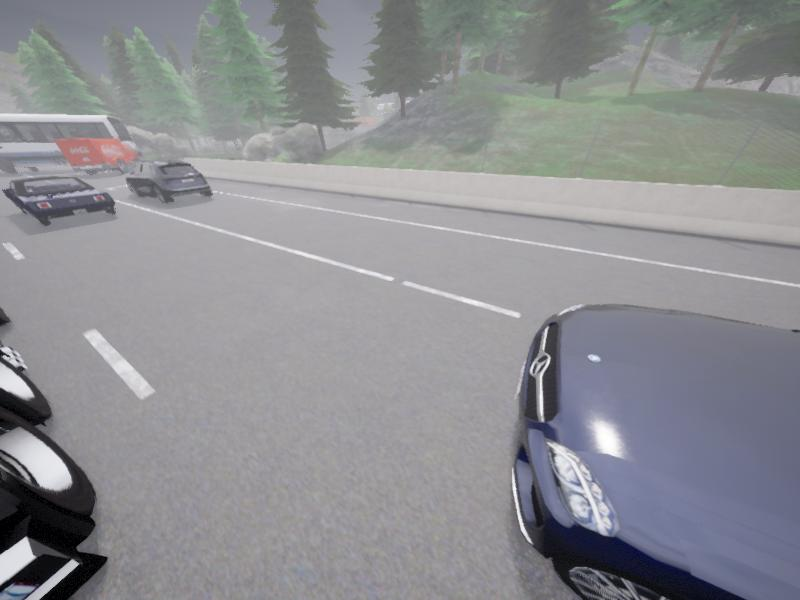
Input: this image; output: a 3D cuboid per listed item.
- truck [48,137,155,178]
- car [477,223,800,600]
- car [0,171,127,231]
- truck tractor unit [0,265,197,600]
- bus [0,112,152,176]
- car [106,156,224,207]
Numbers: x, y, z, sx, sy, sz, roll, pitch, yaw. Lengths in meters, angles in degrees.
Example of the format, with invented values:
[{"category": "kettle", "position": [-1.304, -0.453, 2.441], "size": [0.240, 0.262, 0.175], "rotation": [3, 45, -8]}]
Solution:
[{"category": "truck", "position": [-25.027, -12.350, 19.903], "size": [2.627, 2.467, 5.204], "rotation": [-12, 35, -10]}, {"category": "car", "position": [3.251, 1.175, 0.871], "size": [5.027, 1.651, 2.152], "rotation": [18, 39, 24]}, {"category": "car", "position": [-12.748, -3.847, 8.574], "size": [4.718, 1.301, 1.895], "rotation": [18, 39, 24]}, {"category": "truck tractor unit", "position": [-5.116, -0.292, 0.789], "size": [6.516, 4.208, 3.053], "rotation": [18, 39, 24]}, {"category": "bus", "position": [-31.383, -14.259, 21.166], "size": [10.273, 4.253, 3.944], "rotation": [-16, 37, -20]}, {"category": "car", "position": [-11.215, -5.792, 11.063], "size": [4.856, 1.649, 2.033], "rotation": [18, 39, 24]}]
